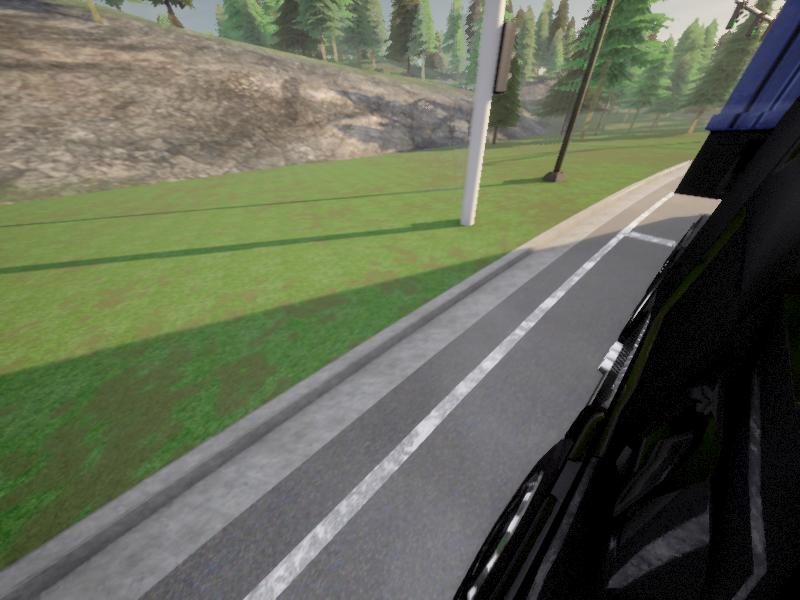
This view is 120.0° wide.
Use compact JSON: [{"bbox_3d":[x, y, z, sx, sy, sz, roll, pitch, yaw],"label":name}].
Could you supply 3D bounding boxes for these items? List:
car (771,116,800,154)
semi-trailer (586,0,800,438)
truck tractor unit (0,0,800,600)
[{"bbox_3d":[25.100,-9.961,13.766,4.605,1.855,1.932,-21,40,-23],"label":"car"},{"bbox_3d":[9.670,-2.671,2.884,14.254,4.402,2.717,-15,38,-16],"label":"semi-trailer"},{"bbox_3d":[2.645,-0.295,0.352,6.516,4.208,3.053,-28,44,-30],"label":"truck tractor unit"}]
